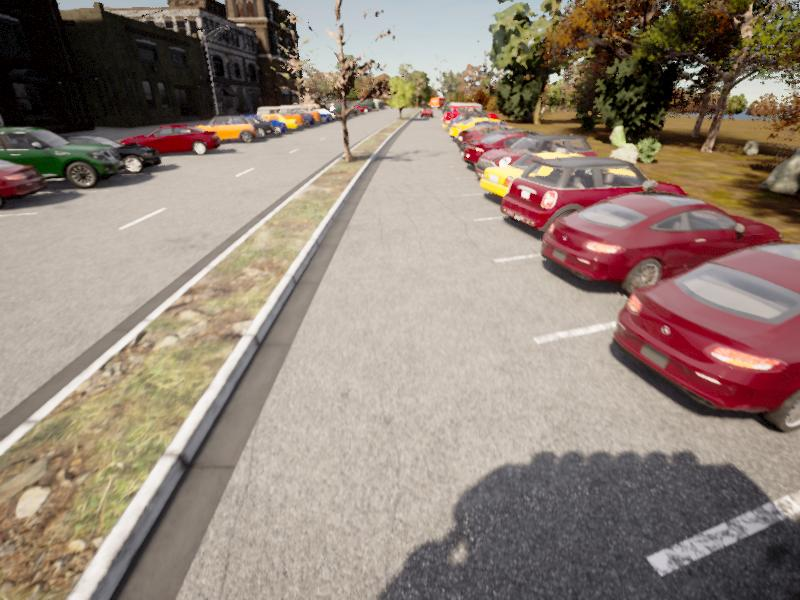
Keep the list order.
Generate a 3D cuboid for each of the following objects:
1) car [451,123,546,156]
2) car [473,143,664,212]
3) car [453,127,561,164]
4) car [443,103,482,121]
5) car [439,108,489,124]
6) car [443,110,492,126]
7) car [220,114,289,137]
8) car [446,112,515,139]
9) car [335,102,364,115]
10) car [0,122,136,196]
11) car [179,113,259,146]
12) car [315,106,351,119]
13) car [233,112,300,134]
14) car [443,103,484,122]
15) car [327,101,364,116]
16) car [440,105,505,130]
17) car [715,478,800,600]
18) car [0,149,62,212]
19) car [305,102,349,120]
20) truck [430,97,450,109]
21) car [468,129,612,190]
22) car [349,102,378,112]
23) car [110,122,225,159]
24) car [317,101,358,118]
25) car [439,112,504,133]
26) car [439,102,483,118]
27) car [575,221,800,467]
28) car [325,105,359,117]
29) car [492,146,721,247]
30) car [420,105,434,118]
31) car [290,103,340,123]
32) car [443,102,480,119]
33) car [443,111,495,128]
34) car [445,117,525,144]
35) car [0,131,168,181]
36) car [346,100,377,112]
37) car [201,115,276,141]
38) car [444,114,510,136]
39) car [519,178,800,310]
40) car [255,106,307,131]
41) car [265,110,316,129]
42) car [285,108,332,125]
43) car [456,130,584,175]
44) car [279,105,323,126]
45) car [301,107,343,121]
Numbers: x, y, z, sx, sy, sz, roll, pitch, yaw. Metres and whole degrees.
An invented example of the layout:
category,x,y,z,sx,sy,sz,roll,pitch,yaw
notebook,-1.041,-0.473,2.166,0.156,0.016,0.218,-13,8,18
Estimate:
category,x,y,z,sx,sy,sz,roll,pitch,yaw
car,5.654,-9.380,23.246,4.792,1.488,2.163,-7,28,-15
car,5.258,-4.013,12.751,5.366,1.575,1.946,-8,28,-16
car,5.432,-8.015,20.591,4.792,1.488,2.163,-7,29,-15
car,8.072,-24.497,52.056,4.442,1.987,1.878,-6,28,-14
car,7.492,-21.577,46.868,5.366,1.575,1.946,-6,28,-14
car,7.444,-20.218,44.302,4.792,1.488,2.163,-6,28,-14
car,-11.906,-14.453,33.044,5.008,1.535,2.097,-8,28,-14
car,6.180,-13.570,31.045,4.553,1.767,2.185,-7,28,-14
car,-8.524,-32.386,67.637,4.553,1.767,2.185,-8,28,-13
car,-13.116,-5.034,14.166,5.566,2.045,2.435,-9,28,-16
car,-12.310,-11.811,27.627,4.553,1.767,2.185,-8,28,-14
car,-9.576,-26.772,57.061,4.792,1.488,2.163,-8,28,-13
car,-11.836,-15.801,35.665,5.366,1.575,1.946,-8,28,-13
car,7.818,-23.139,49.418,4.442,1.987,1.878,-6,28,-14
car,-8.798,-31.133,64.926,5.566,2.045,2.435,-8,28,-13
car,6.941,-17.754,38.901,5.566,2.045,2.435,-6,28,-14
car,4.653,1.460,2.108,5.366,1.575,1.946,-8,29,-17
car,-13.240,-3.387,11.597,4.674,1.452,2.002,-9,29,-16
car,-9.893,-25.641,54.250,5.566,2.045,2.435,-8,28,-13
truck,9.506,-46.873,95.347,2.627,2.467,5.204,15,31,29
car,5.224,-5.453,15.277,4.553,1.767,2.185,-7,29,-16
car,-7.373,-39.148,81.000,5.366,1.575,1.946,-8,28,-13
car,-12.704,-8.941,22.318,5.008,1.535,2.097,-9,28,-15
car,-9.322,-28.393,59.598,5.566,2.045,2.435,-8,28,-13
car,6.490,-16.150,36.323,5.366,1.575,1.946,-7,28,-14
car,8.721,-27.251,57.358,5.566,2.045,2.435,-6,28,-14
car,4.860,0.115,4.821,4.674,1.452,2.002,-8,28,-17
car,-9.056,-29.512,62.387,4.792,1.488,2.163,-8,28,-13
car,4.963,-2.739,10.002,4.553,1.767,2.185,-8,28,-16
car,4.029,-28.022,59.334,1.851,1.617,3.988,2,27,4
car,-10.412,-22.903,48.927,5.566,2.045,2.435,-8,28,-13
car,8.325,-25.854,54.694,4.442,1.987,1.878,-6,28,-14
car,7.136,-18.851,41.646,4.792,1.488,2.163,-6,28,-14
car,5.989,-12.108,28.480,5.008,1.535,2.097,-7,28,-14
car,-13.019,-6.185,16.955,5.008,1.535,2.097,-9,28,-15
car,-7.495,-37.997,78.245,5.566,2.045,2.435,-8,28,-13
car,-12.109,-13.075,30.365,4.892,1.521,2.231,-8,28,-14
car,6.426,-14.815,33.742,4.892,1.521,2.231,-7,28,-14
car,4.914,-1.240,7.453,4.674,1.452,2.002,-8,28,-17
car,-11.304,-17.418,38.313,4.442,1.987,1.878,-8,28,-13
car,-11.187,-18.541,41.060,4.792,1.488,2.163,-8,28,-13
car,-10.646,-21.316,46.389,5.008,1.535,2.097,-8,28,-13
car,5.311,-6.694,17.961,5.008,1.535,2.097,-7,28,-16
car,-10.794,-20.163,43.651,4.442,1.987,1.878,-8,28,-13
car,-10.127,-24.055,51.714,5.008,1.535,2.097,-8,28,-13
